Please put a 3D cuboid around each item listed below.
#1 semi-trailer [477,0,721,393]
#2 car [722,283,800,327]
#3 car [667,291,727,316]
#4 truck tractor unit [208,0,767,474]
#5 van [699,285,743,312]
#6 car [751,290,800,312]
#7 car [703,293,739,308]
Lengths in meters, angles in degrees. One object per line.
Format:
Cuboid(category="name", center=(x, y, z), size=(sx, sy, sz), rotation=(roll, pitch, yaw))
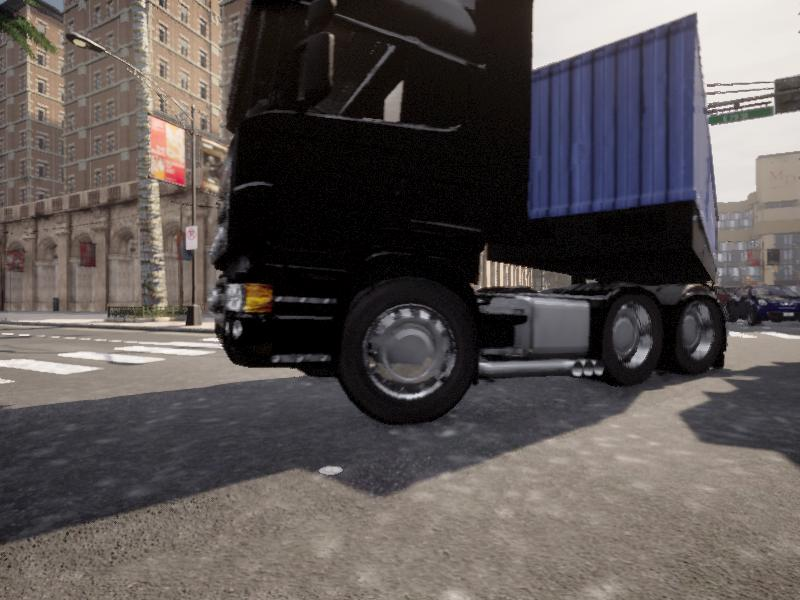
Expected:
Cuboid(category="semi-trailer", center=(6.709, -1.252, 10.643), size=(2.717, 4.402, 14.254), rotation=(0, 1, 39))
Cuboid(category="car", center=(13.926, 0.163, 15.192), size=(1.845, 1.501, 3.633), rotation=(0, 0, 25))
Cuboid(category="car", center=(18.831, 0.208, 25.638), size=(2.033, 1.411, 5.357), rotation=(0, 0, 25))
Cuboid(category="truck tractor unit", center=(1.212, -1.123, 5.113), size=(6.516, 4.208, 3.053), rotation=(0, 0, -27))
Cuboid(category="van", center=(25.918, -0.122, 32.471), size=(1.775, 1.987, 4.442), rotation=(0, 0, 25))
Cuboid(category="car", center=(29.178, 0.078, 31.184), size=(1.789, 1.549, 3.705), rotation=(0, 0, 25))
Cuboid(category="car", center=(35.023, 0.064, 43.800), size=(2.007, 1.525, 4.514), rotation=(0, 0, 25))
